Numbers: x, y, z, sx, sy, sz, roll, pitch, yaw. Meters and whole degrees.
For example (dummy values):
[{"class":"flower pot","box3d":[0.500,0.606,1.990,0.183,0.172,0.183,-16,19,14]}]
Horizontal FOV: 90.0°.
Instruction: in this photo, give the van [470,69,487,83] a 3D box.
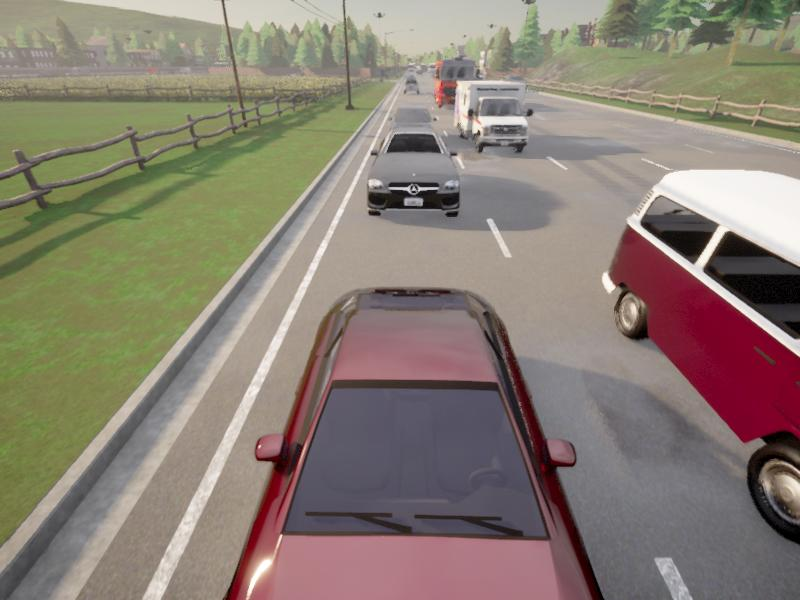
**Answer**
[{"class":"van","box3d":[16.423,-47.218,84.399,2.351,2.431,6.366,1,30,1]}]

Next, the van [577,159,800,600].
[{"class":"van","box3d":[3.659,0.252,3.568,2.069,2.038,4.480,1,30,1]}]

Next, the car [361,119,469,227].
[{"class":"car","box3d":[0.352,-3.605,10.568,2.152,1.651,5.027,1,30,1]}]

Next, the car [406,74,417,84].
[{"class":"car","box3d":[2.312,-44.619,80.751,2.038,1.542,4.974,1,30,1]}]

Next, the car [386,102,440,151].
[{"class":"car","box3d":[0.565,-8.016,18.252,2.163,1.488,4.792,1,30,1]}]

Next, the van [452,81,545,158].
[{"class":"van","box3d":[3.916,-8.111,17.486,2.351,2.431,6.366,0,30,-1]}]

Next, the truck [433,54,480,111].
[{"class":"truck","box3d":[4.519,-18.596,34.037,2.891,3.827,8.468,1,30,1]}]

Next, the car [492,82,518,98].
[{"class":"car","box3d":[11.823,-23.789,45.266,1.970,1.475,3.806,1,30,1]}]

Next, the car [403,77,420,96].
[{"class":"car","box3d":[1.415,-25.986,48.595,1.932,1.855,4.605,1,30,1]}]

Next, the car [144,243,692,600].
[{"class":"car","box3d":[0.094,1.031,2.931,1.994,1.385,4.181,1,30,1]}]

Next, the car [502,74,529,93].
[{"class":"car","box3d":[15.578,-29.352,54.223,2.150,2.045,5.566,1,31,1]}]
